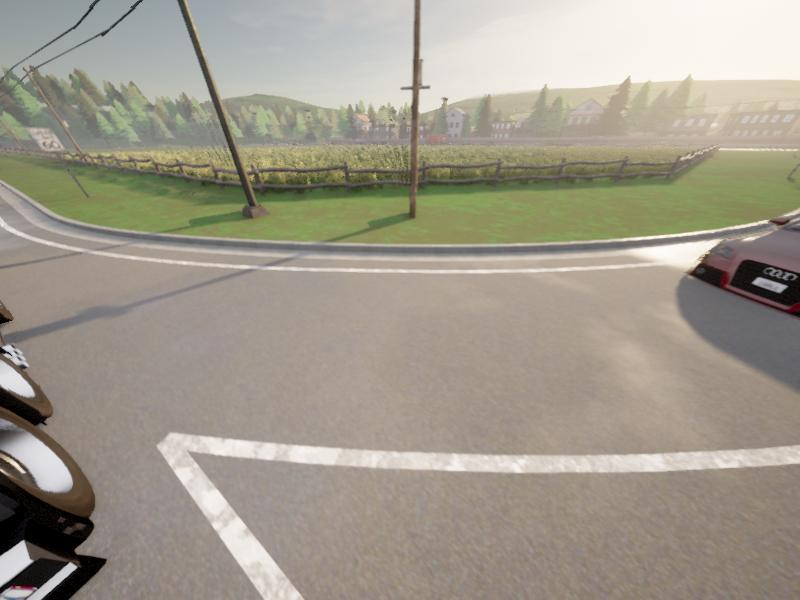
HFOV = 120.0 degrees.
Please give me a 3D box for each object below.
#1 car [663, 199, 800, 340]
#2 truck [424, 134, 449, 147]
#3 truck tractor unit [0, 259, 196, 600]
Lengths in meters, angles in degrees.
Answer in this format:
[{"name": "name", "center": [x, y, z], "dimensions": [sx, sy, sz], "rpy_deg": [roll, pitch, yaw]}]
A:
[{"name": "car", "center": [7.345, -0.681, 3.717], "dimensions": [4.181, 1.385, 1.994], "rpy_deg": [-9, 36, -12]}, {"name": "truck", "center": [13.290, -58.431, 84.456], "dimensions": [8.468, 3.827, 2.891], "rpy_deg": [19, 39, 26]}, {"name": "truck tractor unit", "center": [-5.105, -0.306, 0.791], "dimensions": [6.516, 4.208, 3.053], "rpy_deg": [19, 39, 25]}]
